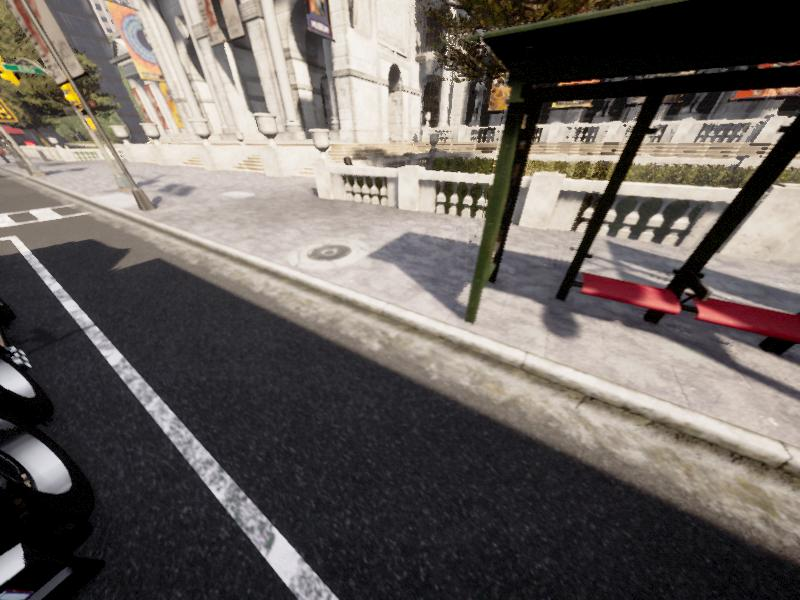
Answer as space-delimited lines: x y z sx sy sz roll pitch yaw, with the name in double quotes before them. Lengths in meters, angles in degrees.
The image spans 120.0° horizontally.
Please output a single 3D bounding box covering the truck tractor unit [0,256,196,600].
"truck tractor unit" -5.106 -0.303 0.810 6.516 4.208 3.053 18 39 25
